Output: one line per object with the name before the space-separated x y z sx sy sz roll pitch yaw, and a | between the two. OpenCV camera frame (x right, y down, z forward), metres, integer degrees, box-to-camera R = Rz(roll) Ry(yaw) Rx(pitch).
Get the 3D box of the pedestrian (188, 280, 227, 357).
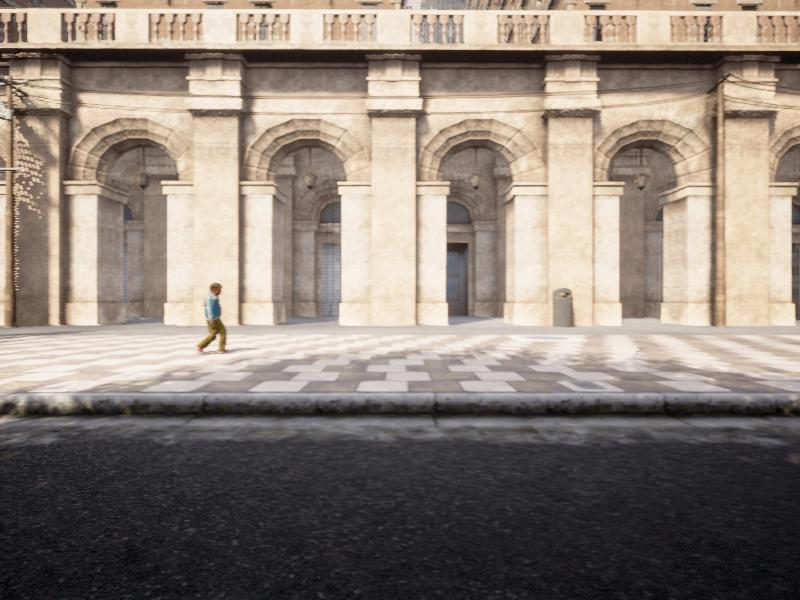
pedestrian | -2.915 0.265 6.087 0.500 1.100 0.500 0 0 -22
